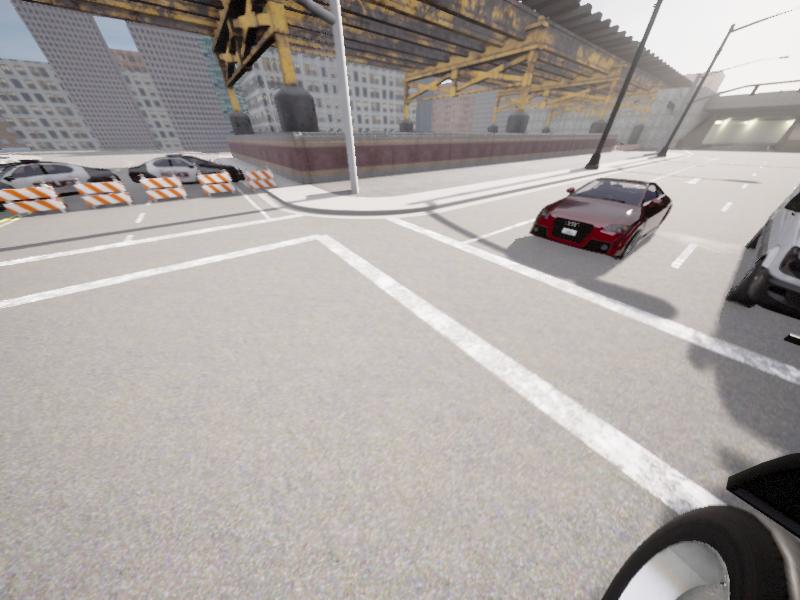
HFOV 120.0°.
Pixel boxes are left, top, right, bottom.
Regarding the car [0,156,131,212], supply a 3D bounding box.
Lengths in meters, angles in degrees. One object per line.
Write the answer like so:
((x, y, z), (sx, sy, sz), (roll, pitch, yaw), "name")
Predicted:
((-15.490, -4.955, 9.681), (2.038, 1.542, 4.974), (10, 37, 14), "car")

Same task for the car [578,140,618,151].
((35.572, -27.892, 41.679), (4.974, 1.542, 2.038), (4, 35, 6), "car")

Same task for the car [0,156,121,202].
((-15.475, -5.113, 9.630), (1.853, 1.218, 4.536), (10, 37, 14), "car")

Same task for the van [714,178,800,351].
((7.646, -1.297, 3.463), (5.915, 2.561, 1.988), (-23, 41, -29), "van")

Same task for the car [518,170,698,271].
((5.370, -2.347, 5.985), (4.181, 1.385, 1.994), (-23, 41, -29), "car")

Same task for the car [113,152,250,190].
((-11.619, -7.165, 12.773), (4.974, 1.542, 2.038), (-5, 35, -6), "car")

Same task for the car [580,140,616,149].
((35.519, -28.025, 41.593), (4.536, 1.218, 1.853), (4, 35, 6), "car")

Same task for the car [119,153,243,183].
((-11.671, -7.289, 12.676), (4.536, 1.218, 1.853), (-5, 35, -6), "car")
